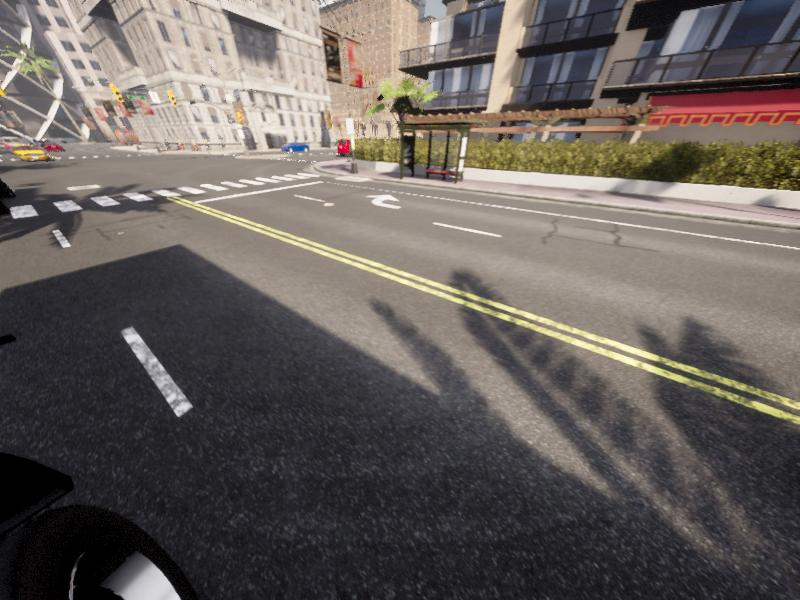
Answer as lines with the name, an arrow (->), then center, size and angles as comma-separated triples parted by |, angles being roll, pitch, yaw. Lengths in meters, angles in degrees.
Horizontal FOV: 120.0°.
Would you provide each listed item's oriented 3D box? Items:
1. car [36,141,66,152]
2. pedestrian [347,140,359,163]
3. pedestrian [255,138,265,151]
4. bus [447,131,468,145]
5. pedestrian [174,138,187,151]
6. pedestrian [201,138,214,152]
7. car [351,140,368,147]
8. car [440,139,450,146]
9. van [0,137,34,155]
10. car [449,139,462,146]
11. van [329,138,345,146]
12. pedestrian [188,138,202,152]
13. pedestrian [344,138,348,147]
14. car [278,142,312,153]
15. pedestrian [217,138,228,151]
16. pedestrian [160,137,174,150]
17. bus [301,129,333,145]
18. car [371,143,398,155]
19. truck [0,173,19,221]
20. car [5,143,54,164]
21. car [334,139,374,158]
car -> -57.170, -25.148, 37.885 | 4.181, 1.385, 1.994 | 22, 40, 27
pedestrian -> -4.633, -14.700, 22.840 | 0.751, 1.860, 0.751 | 6, 36, 8
pedestrian -> -25.181, -28.007, 41.543 | 0.751, 1.860, 0.751 | 18, 39, 23
bus -> 21.995, -61.672, 88.094 | 3.944, 4.253, 10.273 | 21, 40, 27
pedestrian -> -36.290, -25.759, 38.233 | 0.751, 1.860, 0.751 | 23, 41, 28
pedestrian -> -31.214, -25.186, 37.471 | 0.751, 1.860, 0.751 | 25, 42, 30
car -> -11.526, -44.945, 66.354 | 4.514, 1.525, 2.007 | 21, 40, 27
car -> 15.967, -55.716, 81.644 | 1.905, 1.878, 3.866 | 21, 40, 27
van -> -54.995, -22.123, 33.073 | 4.442, 1.987, 1.775 | 22, 41, 28
car -> 19.304, -55.012, 80.531 | 2.150, 2.045, 5.566 | 21, 40, 27
van -> -19.090, -48.098, 70.307 | 4.480, 2.038, 2.069 | 21, 40, 27
pedestrian -> -32.191, -24.331, 36.246 | 0.751, 1.860, 0.751 | 16, 38, 21
pedestrian -> -14.536, -42.426, 62.145 | 0.751, 1.860, 0.751 | 11, 36, 14
car -> -18.201, -26.616, 40.225 | 1.882, 1.535, 5.008 | 21, 40, 27
pedestrian -> -30.533, -26.808, 39.784 | 0.751, 1.860, 0.751 | 25, 42, 30
pedestrian -> -40.706, -27.281, 40.352 | 0.751, 1.860, 0.751 | 20, 40, 25
bus -> -28.043, -55.029, 78.144 | 10.273, 4.253, 3.944 | 22, 40, 27
car -> -2.415, -24.552, 37.490 | 1.837, 1.490, 4.892 | 21, 40, 27
truck -> -15.827, -4.069, 7.716 | 6.274, 2.098, 2.390 | 24, 42, 30
car -> -37.697, -15.006, 23.485 | 5.366, 1.575, 1.801 | 21, 40, 27
car -> -6.340, -21.433, 32.537 | 2.150, 2.045, 5.566 | 21, 40, 27
